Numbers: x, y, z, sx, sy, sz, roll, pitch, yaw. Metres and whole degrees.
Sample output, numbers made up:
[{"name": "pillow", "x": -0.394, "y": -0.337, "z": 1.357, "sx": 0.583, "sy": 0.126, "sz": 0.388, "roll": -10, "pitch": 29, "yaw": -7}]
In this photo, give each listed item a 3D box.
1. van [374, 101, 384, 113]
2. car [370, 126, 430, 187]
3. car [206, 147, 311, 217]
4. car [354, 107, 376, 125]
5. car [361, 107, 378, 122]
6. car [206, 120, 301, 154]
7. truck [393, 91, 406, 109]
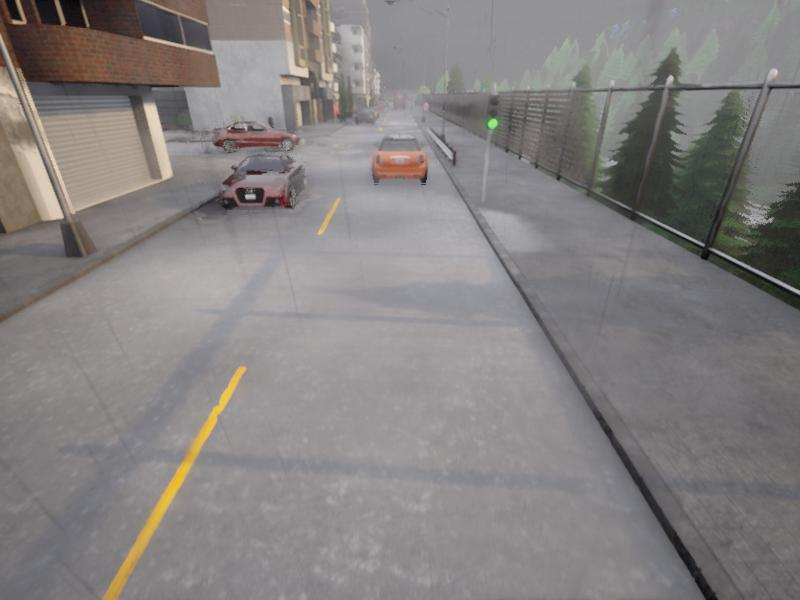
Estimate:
[{"name": "van", "x": -4.053, "y": -38.199, "z": 78.996, "sx": 1.775, "sy": 1.987, "sz": 4.442, "roll": 0, "pitch": 27, "yaw": 0}, {"name": "car", "x": -0.005, "y": -6.010, "z": 16.406, "sx": 2.097, "sy": 1.767, "sz": 4.553, "roll": 0, "pitch": 27, "yaw": 0}, {"name": "car", "x": -4.248, "y": -3.933, "z": 12.825, "sx": 1.994, "sy": 1.385, "sz": 4.181, "roll": -1, "pitch": 27, "yaw": -2}, {"name": "car", "x": -4.024, "y": -21.516, "z": 46.663, "sx": 2.097, "sy": 1.767, "sz": 4.553, "roll": 0, "pitch": 27, "yaw": 0}, {"name": "car", "x": -4.030, "y": -24.667, "z": 53.044, "sx": 1.801, "sy": 1.575, "sz": 5.366, "roll": 0, "pitch": 27, "yaw": 0}, {"name": "car", "x": -8.695, "y": -9.918, "z": 24.231, "sx": 5.027, "sy": 1.651, "sz": 2.152, "roll": -7, "pitch": 28, "yaw": -13}, {"name": "truck", "x": -0.066, "y": -48.687, "z": 97.429, "sx": 2.891, "sy": 3.827, "sz": 8.468, "roll": 0, "pitch": 27, "yaw": 0}]
